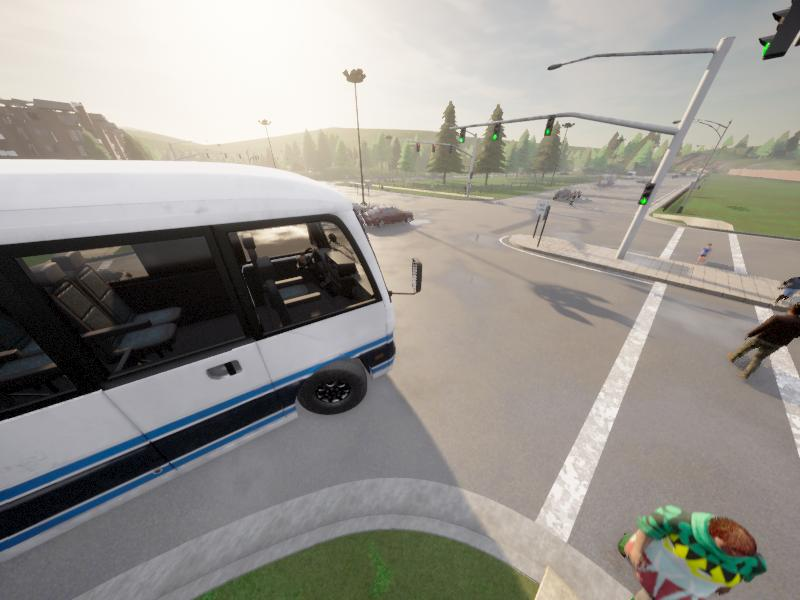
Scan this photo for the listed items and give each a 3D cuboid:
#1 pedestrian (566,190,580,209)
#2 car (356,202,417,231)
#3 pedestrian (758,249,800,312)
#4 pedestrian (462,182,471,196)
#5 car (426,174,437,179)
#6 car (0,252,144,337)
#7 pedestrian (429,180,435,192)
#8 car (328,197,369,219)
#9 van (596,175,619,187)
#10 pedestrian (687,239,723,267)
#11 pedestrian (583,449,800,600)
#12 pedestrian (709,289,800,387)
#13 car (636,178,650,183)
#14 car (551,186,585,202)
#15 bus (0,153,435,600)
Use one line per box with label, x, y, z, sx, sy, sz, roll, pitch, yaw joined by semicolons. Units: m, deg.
pedestrian;19.586;-11.390;26.185;0.751;1.860;0.751;14;33;22
car;-0.993;-6.915;18.900;4.674;1.442;1.812;-23;37;-34
pedestrian;12.799;-0.697;7.359;0.751;1.860;0.751;-23;37;-34
pedestrian;10.594;-17.638;36.702;0.751;1.860;0.751;-21;36;-31
car;12.945;-50.574;94.432;3.988;1.617;1.851;-23;37;-34
car;-11.442;-0.175;7.299;4.181;1.385;1.994;-23;37;-34
pedestrian;5.865;-20.937;42.416;0.751;1.860;0.751;-20;35;-30
car;-5.118;-9.203;22.937;1.994;1.385;4.181;-24;38;-35
van;51.010;-29.320;56.721;6.366;2.431;2.351;-23;37;-34
pedestrian;14.004;-2.155;10.644;0.500;1.100;0.500;17;34;27
pedestrian;2.606;2.470;2.179;0.751;1.860;0.751;25;38;36
pedestrian;7.969;0.828;5.024;0.751;1.860;0.751;26;39;37
car;72.108;-35.461;68.479;4.718;1.301;1.895;-23;37;-34
car;24.299;-15.391;33.402;5.027;1.651;2.152;-23;37;-34
bus;-4.929;0.651;2.988;10.273;4.253;3.944;-18;35;-28
